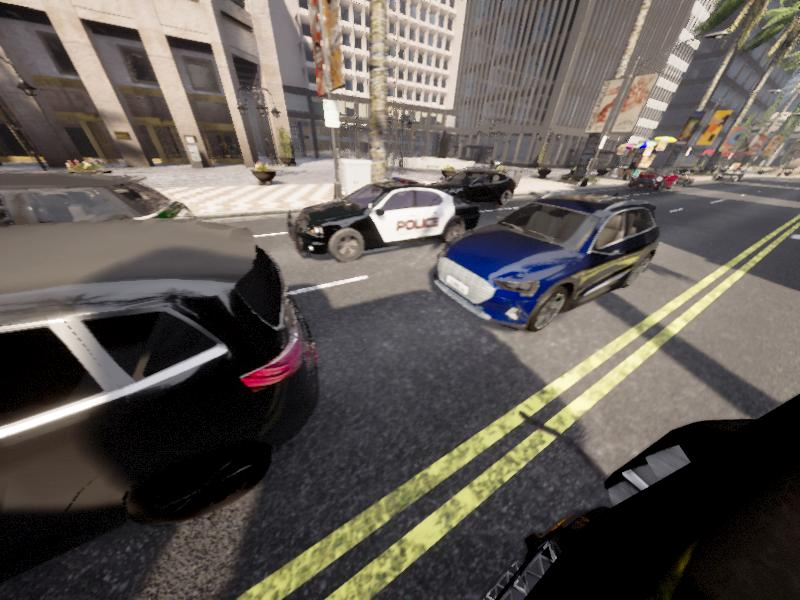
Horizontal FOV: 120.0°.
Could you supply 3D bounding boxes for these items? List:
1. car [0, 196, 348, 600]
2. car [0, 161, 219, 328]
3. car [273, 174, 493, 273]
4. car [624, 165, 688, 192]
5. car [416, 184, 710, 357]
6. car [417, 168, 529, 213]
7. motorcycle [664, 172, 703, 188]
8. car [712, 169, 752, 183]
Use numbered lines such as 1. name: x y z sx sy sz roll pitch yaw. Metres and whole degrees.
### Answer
1. car: -2.974 0.606 1.332 4.611 1.667 2.242 -16 38 -26
2. car: -5.728 -0.889 3.287 4.553 1.767 2.097 -16 38 -26
3. car: -0.289 -2.307 6.072 4.974 1.542 2.038 -16 38 -26
4. car: 22.568 -10.805 20.379 4.553 1.767 2.185 -16 38 -26
5. car: 2.959 -1.041 4.299 4.856 1.649 2.033 -16 38 -26
6. car: 3.461 -5.359 11.019 4.792 1.488 2.163 -16 38 -26
7. motorcycle: 28.979 -12.326 23.665 2.356 1.277 0.764 2 33 -1
8. car: 47.912 -18.009 33.367 4.892 1.521 2.231 -16 38 -26
